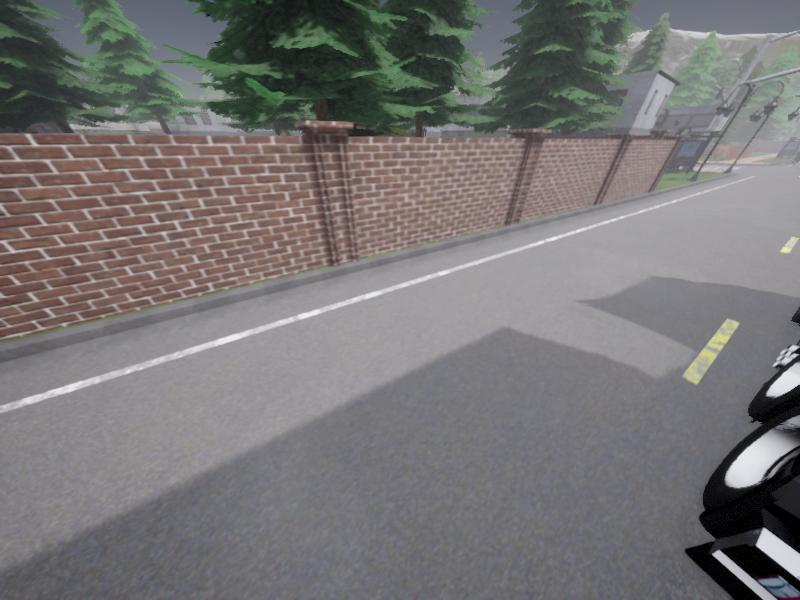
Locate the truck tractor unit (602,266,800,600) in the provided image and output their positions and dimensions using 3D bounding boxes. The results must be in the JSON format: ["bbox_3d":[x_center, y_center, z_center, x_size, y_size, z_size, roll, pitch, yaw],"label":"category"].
[{"bbox_3d":[5.115,-0.297,0.775,6.516,4.208,3.053,-18,39,-24],"label":"truck tractor unit"}]
